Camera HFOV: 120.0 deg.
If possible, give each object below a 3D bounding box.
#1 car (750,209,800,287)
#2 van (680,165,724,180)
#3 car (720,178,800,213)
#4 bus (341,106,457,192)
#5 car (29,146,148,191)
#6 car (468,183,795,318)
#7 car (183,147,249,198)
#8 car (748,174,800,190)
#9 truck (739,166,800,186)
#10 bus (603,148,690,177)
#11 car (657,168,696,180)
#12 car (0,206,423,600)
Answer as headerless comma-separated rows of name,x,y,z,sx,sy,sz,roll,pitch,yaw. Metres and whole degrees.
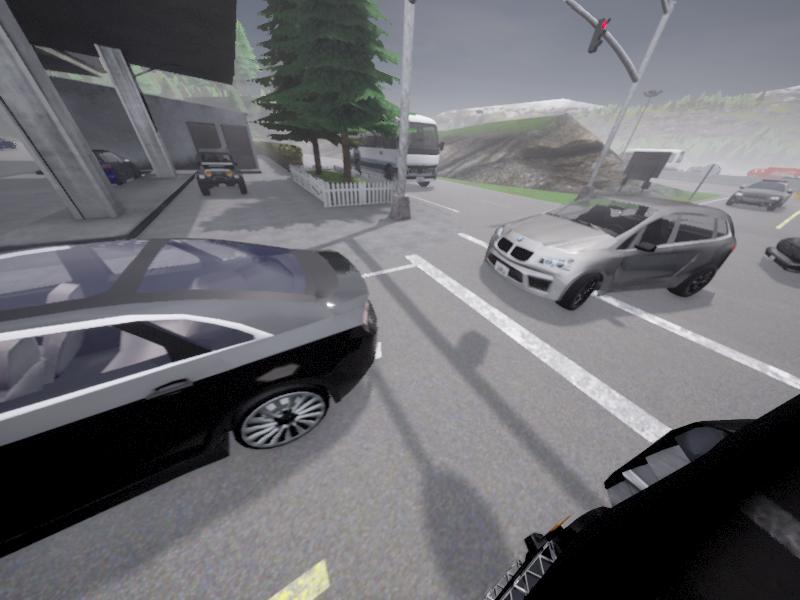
car,11.640,-0.344,4.333,5.357,1.411,2.033,29,41,34
van,57.455,-24.340,44.028,1.775,1.987,4.442,-16,38,-26
car,23.247,-6.806,14.788,4.974,1.542,2.038,-16,38,-26
bus,-0.902,-11.697,18.070,3.944,4.253,10.273,-16,38,-26
car,-16.395,-7.316,12.642,2.242,1.667,4.611,-16,38,-26
car,4.184,-1.202,4.718,4.611,1.667,2.242,-5,34,-15
car,-9.316,-6.703,11.994,1.905,1.878,3.866,-16,38,-26
car,53.416,-16.542,32.364,1.837,1.490,4.892,-16,38,-26
truck,61.452,-20.570,38.222,2.627,2.467,5.204,-16,38,-26
bus,47.735,-27.154,45.419,3.944,4.253,10.273,-16,38,-26
car,47.958,-21.972,40.134,1.970,1.475,3.806,-16,38,-26
car,-2.531,0.514,1.629,4.902,1.511,2.128,-16,38,-26
